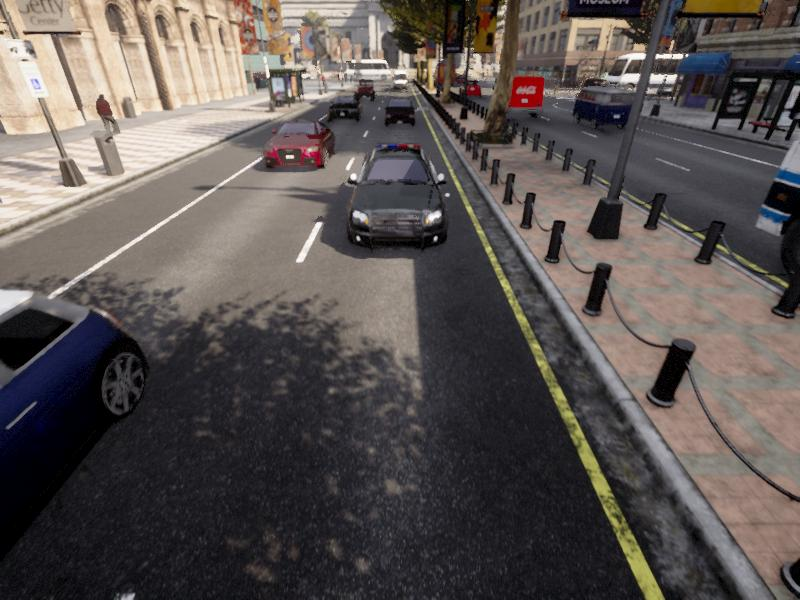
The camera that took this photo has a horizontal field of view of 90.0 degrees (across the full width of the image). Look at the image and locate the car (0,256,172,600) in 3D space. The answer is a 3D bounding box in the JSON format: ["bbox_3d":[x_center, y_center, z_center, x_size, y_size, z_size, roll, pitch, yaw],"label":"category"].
[{"bbox_3d":[-3.574,1.178,2.525,1.970,1.475,3.806,0,30,0],"label":"car"}]

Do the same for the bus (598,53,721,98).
[{"bbox_3d":[29.015,-25.477,45.359,10.273,4.253,3.944,0,30,-1],"label":"bus"}]

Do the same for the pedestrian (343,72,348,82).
[{"bbox_3d":[-11.314,-46.316,83.010,0.751,1.860,0.751,1,30,1],"label":"pedestrian"}]

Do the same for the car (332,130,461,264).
[{"bbox_3d":[-0.049,-2.582,8.893,2.038,1.542,4.974,0,31,0],"label":"car"}]

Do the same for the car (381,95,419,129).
[{"bbox_3d":[0.002,-11.625,24.501,2.033,1.411,5.357,0,30,0],"label":"car"}]

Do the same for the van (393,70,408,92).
[{"bbox_3d":[0.056,-31.436,57.244,1.988,2.561,5.915,0,30,-1],"label":"van"}]

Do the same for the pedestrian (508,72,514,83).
[{"bbox_3d":[21.495,-43.003,77.347,0.751,1.860,0.751,1,30,2],"label":"pedestrian"}]

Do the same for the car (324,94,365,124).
[{"bbox_3d":[-3.490,-12.413,25.871,1.994,1.385,4.181,0,30,0],"label":"car"}]

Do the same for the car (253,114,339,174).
[{"bbox_3d":[-3.531,-5.749,14.478,1.994,1.385,4.181,0,30,0],"label":"car"}]

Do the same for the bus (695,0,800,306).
[{"bbox_3d":[7.810,-0.367,2.420,3.944,4.253,10.273,0,30,0],"label":"bus"}]

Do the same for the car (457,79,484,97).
[{"bbox_3d":[8.074,-24.516,46.271,2.242,1.667,4.611,0,30,0],"label":"car"}]

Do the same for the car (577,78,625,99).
[{"bbox_3d":[21.302,-22.495,42.595,3.866,1.878,1.905,-6,31,-11],"label":"car"}]

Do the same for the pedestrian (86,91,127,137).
[{"bbox_3d":[-13.537,-8.593,18.504,0.751,1.860,0.751,-2,30,-3],"label":"pedestrian"}]

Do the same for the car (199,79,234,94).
[{"bbox_3d":[-22.729,-26.578,49.796,2.161,1.482,4.786,0,30,0],"label":"car"}]

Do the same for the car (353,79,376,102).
[{"bbox_3d":[-3.444,-20.858,39.797,1.905,1.878,3.866,0,30,0],"label":"car"}]

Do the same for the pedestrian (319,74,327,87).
[{"bbox_3d":[-11.925,-33.974,61.906,0.751,1.860,0.751,3,30,6],"label":"pedestrian"}]

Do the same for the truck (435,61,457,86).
[{"bbox_3d":[8.171,-41.005,72.333,2.891,3.827,8.468,0,30,0],"label":"truck"}]

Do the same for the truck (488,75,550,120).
[{"bbox_3d":[8.010,-14.135,27.728,2.627,2.467,5.204,0,30,0],"label":"truck"}]

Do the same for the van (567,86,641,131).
[{"bbox_3d":[11.497,-11.053,22.937,1.775,1.987,4.442,0,30,0],"label":"van"}]

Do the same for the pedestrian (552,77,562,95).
[{"bbox_3d":[18.992,-25.952,48.491,0.751,1.860,0.751,8,31,14],"label":"pedestrian"}]
